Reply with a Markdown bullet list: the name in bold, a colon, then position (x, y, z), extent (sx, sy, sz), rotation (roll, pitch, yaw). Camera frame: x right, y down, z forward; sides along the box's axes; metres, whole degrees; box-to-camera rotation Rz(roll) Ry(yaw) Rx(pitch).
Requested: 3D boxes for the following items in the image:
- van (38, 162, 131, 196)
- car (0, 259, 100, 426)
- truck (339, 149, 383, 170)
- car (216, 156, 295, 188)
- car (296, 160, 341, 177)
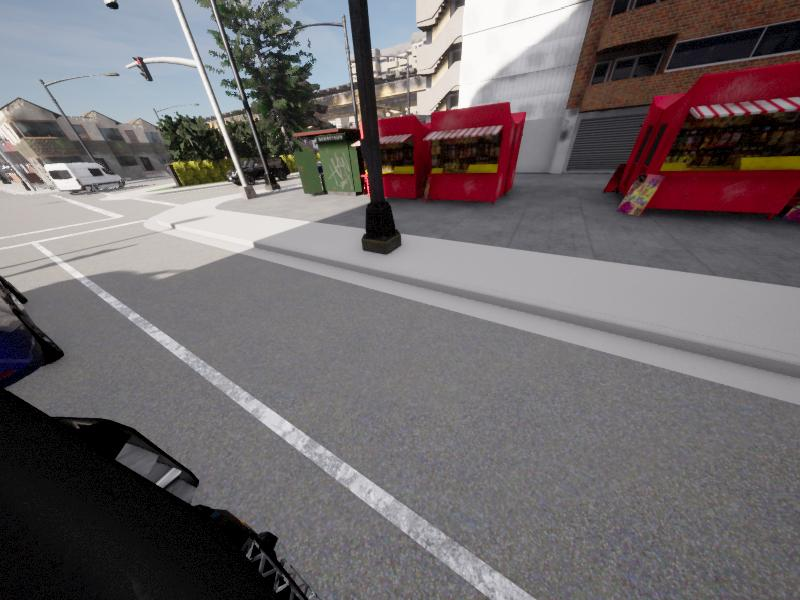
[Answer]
- **van**: position (-31.961, -12.660, 23.874), extent (1.988, 2.561, 5.915), rotation (-10, 34, -10)
- **car**: position (-6.373, 0.267, 2.729), extent (4.792, 1.488, 2.163), rotation (15, 38, 26)
- **truck**: position (-5.277, -19.615, 32.247), extent (2.390, 2.098, 6.274), rotation (15, 38, 27)
- **car**: position (-13.019, -11.961, 21.370), extent (2.150, 2.045, 5.566), rotation (15, 38, 27)
- **car**: position (-9.319, -15.286, 26.770), extent (1.895, 1.301, 4.718), rotation (15, 38, 27)
